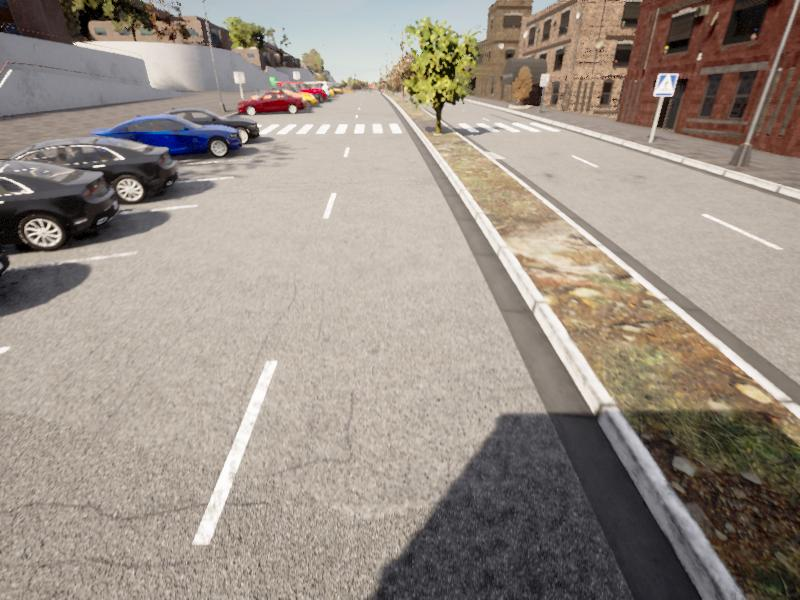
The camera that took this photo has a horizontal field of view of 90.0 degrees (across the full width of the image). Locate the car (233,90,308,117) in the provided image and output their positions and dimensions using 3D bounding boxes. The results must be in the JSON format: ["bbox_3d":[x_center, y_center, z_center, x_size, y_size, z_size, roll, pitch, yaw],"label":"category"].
[{"bbox_3d":[-9.874,-15.038,30.562,5.008,1.535,2.097,-13,32,-20],"label":"car"}]

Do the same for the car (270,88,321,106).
[{"bbox_3d":[-10.670,-20.809,40.943,4.674,1.452,2.002,-13,31,-20],"label":"car"}]

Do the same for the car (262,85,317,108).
[{"bbox_3d":[-10.501,-19.503,38.259,4.553,1.767,2.185,-13,31,-20],"label":"car"}]

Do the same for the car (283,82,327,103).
[{"bbox_3d":[-10.958,-23.937,46.057,4.442,1.987,1.878,-13,31,-20],"label":"car"}]

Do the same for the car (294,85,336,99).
[{"bbox_3d":[-12.015,-29.365,56.488,5.366,1.575,1.946,-13,31,-20],"label":"car"}]

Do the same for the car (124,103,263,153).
[{"bbox_3d":[-8.903,-7.670,17.680,5.008,1.535,2.097,-13,32,-20],"label":"car"}]

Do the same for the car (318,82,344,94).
[{"bbox_3d":[-13.318,-40.963,77.392,4.442,1.987,1.878,-13,30,-20],"label":"car"}]

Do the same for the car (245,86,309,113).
[{"bbox_3d":[-10.110,-16.601,33.077,4.553,1.767,2.185,-13,31,-20],"label":"car"}]

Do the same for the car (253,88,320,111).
[{"bbox_3d":[-10.107,-17.996,35.805,5.366,1.575,1.946,-13,31,-20],"label":"car"}]

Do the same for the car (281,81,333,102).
[{"bbox_3d":[-11.284,-25.357,48.595,5.566,2.045,2.435,-13,31,-20],"label":"car"}]

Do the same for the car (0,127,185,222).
[{"bbox_3d":[-8.347,-3.218,10.021,4.892,1.521,2.231,-12,32,-19],"label":"car"}]

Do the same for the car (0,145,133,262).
[{"bbox_3d":[-8.207,-1.729,7.468,4.892,1.521,2.231,-12,32,-18],"label":"car"}]

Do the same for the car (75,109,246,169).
[{"bbox_3d":[-8.711,-6.187,15.123,5.008,1.535,2.097,-13,32,-20],"label":"car"}]

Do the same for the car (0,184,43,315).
[{"bbox_3d":[-8.093,-0.239,4.918,4.892,1.521,2.231,-12,32,-18],"label":"car"}]

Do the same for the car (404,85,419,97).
[{"bbox_3d":[1.676,-32.702,62.615,1.882,1.535,5.008,-2,29,-3],"label":"car"}]

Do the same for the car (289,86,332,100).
[{"bbox_3d":[-11.459,-26.566,51.337,5.008,1.535,2.097,-13,30,-20],"label":"car"}]

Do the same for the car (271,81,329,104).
[{"bbox_3d":[-10.843,-22.510,43.416,5.566,2.045,2.435,-13,31,-20],"label":"car"}]
